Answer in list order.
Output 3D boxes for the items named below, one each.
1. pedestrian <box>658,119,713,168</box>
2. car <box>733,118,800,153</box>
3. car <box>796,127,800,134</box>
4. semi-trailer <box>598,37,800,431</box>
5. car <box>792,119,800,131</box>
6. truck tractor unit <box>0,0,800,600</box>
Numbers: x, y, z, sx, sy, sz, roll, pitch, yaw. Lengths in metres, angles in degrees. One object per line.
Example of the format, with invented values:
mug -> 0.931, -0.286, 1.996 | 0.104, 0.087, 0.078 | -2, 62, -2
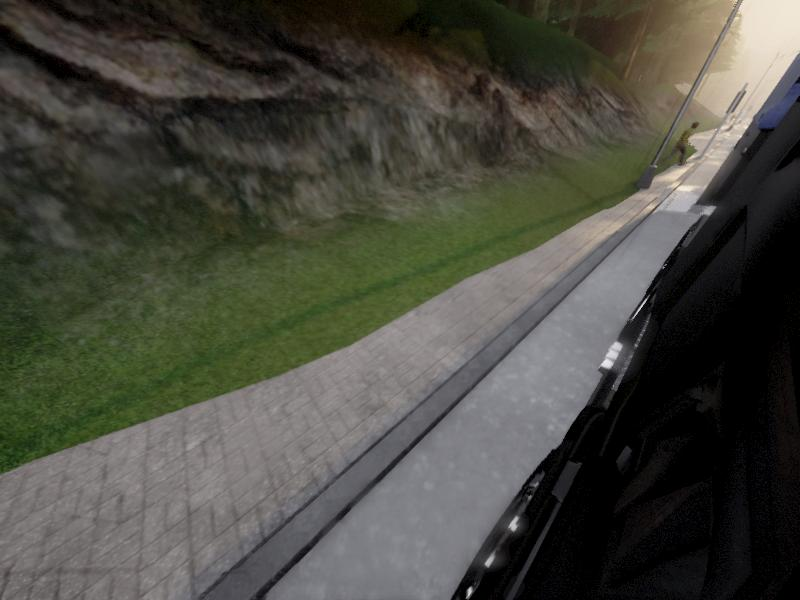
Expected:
pedestrian -> 13.498, -7.421, 11.018 | 0.751, 1.860, 0.751 | 15, 40, 23
car -> 25.393, -11.350, 15.893 | 4.611, 1.667, 2.242 | -31, 45, -32
car -> 46.856, -19.620, 25.649 | 5.027, 1.651, 2.152 | -28, 43, -30
semi-trailer -> 8.696, -3.598, 4.243 | 14.254, 4.402, 2.717 | -28, 43, -30
car -> 52.298, -22.474, 29.211 | 4.974, 1.542, 2.038 | -28, 43, -30
truck tractor unit -> 2.645, -0.295, 0.351 | 6.516, 4.208, 3.053 | -28, 44, -30
